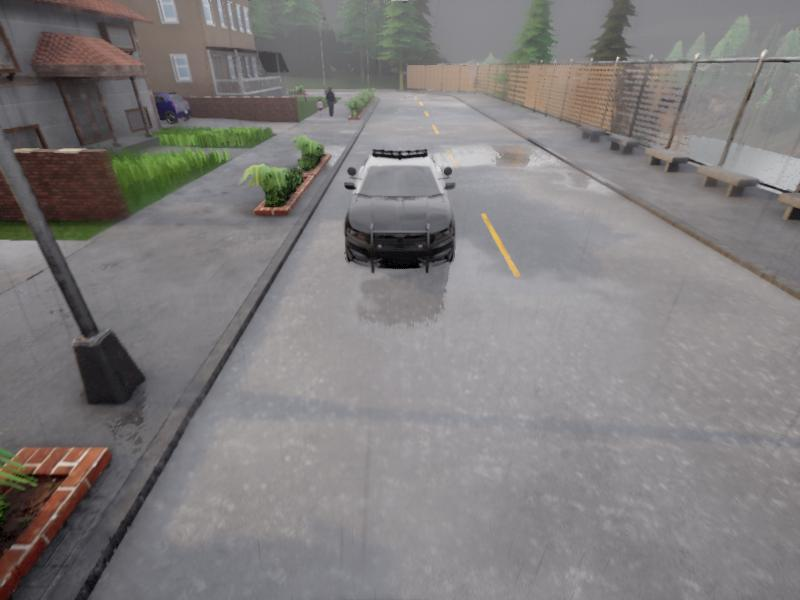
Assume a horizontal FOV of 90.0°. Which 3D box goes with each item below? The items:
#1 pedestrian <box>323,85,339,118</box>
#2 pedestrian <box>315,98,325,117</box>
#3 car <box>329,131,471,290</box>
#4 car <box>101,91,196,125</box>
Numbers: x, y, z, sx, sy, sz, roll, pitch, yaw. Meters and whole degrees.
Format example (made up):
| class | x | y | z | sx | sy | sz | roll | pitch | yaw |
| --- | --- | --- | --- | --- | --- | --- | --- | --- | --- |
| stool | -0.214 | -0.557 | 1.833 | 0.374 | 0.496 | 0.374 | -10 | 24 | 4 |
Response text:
| class | x | y | z | sx | sy | sz | roll | pitch | yaw |
| --- | --- | --- | --- | --- | --- | --- | --- | --- | --- |
| pedestrian | -4.466 | -12.791 | 25.774 | 0.751 | 1.860 | 0.751 | -9 | 31 | -14 |
| pedestrian | -5.306 | -12.767 | 26.485 | 0.500 | 1.100 | 0.500 | 0 | 30 | 0 |
| car | -0.001 | -2.169 | 8.084 | 1.930 | 1.638 | 5.238 | 0 | 30 | 0 |
| car | -13.282 | -10.267 | 21.348 | 3.633 | 1.501 | 1.845 | 0 | 30 | 0 |
